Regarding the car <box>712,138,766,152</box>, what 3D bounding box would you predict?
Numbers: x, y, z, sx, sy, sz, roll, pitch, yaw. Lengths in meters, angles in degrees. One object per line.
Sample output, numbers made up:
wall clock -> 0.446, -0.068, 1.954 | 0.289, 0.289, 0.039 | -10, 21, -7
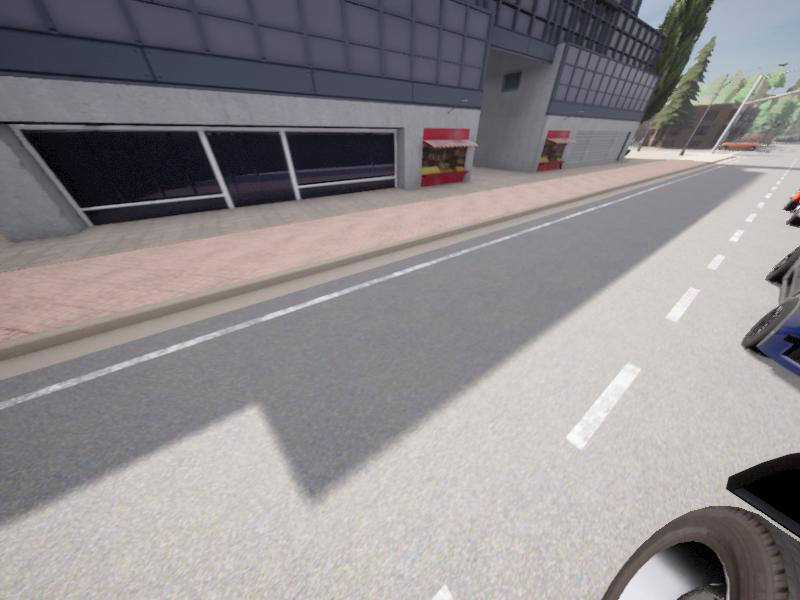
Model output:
car -> 56.715, -26.099, 38.852 | 4.553, 1.767, 2.097 | 27, 43, 33

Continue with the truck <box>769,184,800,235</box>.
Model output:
truck -> 13.562, -3.272, 6.287 | 5.204, 2.467, 2.627 | -22, 40, -27

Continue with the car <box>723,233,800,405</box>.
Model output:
car -> 6.311, -0.076, 2.511 | 4.611, 1.667, 2.242 | -21, 40, -27
